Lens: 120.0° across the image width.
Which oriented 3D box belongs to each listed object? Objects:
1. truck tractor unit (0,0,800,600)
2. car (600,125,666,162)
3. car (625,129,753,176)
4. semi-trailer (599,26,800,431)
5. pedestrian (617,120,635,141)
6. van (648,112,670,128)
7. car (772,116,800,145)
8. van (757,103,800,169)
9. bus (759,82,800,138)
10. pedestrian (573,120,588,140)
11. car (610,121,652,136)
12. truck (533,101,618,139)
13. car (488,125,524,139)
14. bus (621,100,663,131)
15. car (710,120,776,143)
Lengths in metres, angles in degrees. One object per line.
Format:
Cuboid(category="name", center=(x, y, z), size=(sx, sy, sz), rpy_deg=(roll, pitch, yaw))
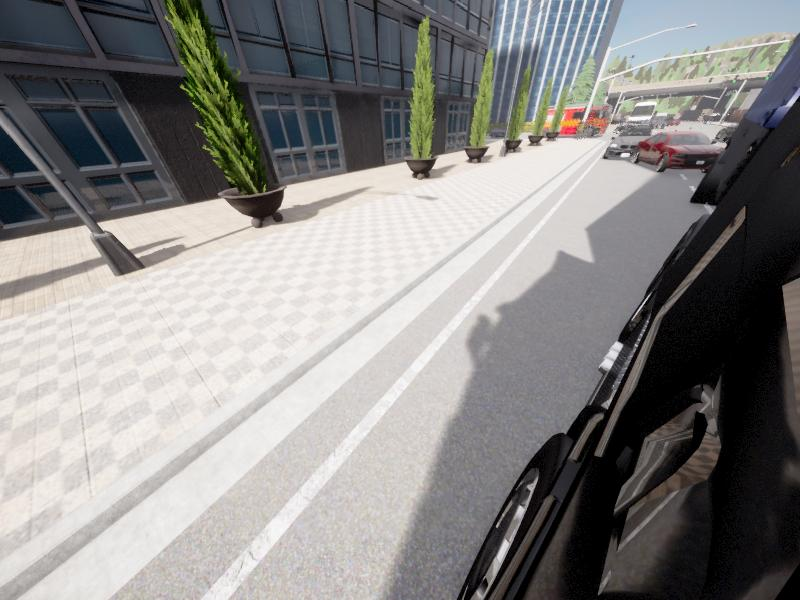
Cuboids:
Cuboid(category="truck tractor unit", center=(2.645, -0.295, 0.351), size=(6.516, 4.208, 3.053), rpy_deg=(-28, 44, -30))
Cuboid(category="car", center=(15.019, -10.231, 14.998), size=(2.242, 1.667, 4.611), rpy_deg=(25, 44, 32))
Cuboid(category="car", center=(13.618, -7.450, 11.463), size=(1.882, 1.535, 5.008), rpy_deg=(12, 39, 18))
Cuboid(category="semi-trailer", center=(8.616, -3.659, 4.308), size=(14.254, 4.402, 2.717), rpy_deg=(-29, 44, -31))
Cuboid(category="pedestrian", center=(25.335, -19.036, 25.913), size=(0.751, 1.860, 0.751), rpy_deg=(-31, 45, -32))
Cuboid(category="van", center=(55.764, -38.718, 49.808), size=(1.988, 2.561, 5.915), rpy_deg=(24, 44, 31))
Cuboid(category="car", center=(32.090, -13.105, 17.775), size=(2.242, 1.667, 4.611), rpy_deg=(24, 44, 31))
Cuboid(category="van", center=(20.623, -7.813, 10.779), size=(2.351, 2.431, 6.366), rpy_deg=(24, 44, 31))
Cuboid(category="bus", center=(42.405, -17.522, 20.898), size=(10.273, 4.253, 3.944), rpy_deg=(0, 36, 4))
Cuboid(category="pedestrian", center=(20.848, -19.649, 26.752), size=(0.751, 1.860, 0.751), rpy_deg=(15, 40, 22))
Cuboid(category="car", center=(33.383, -24.868, 33.506), size=(1.789, 1.549, 3.705), rpy_deg=(-13, 38, -15))
Cuboid(category="truck", center=(24.604, -25.471, 32.950), size=(8.468, 3.827, 2.891), rpy_deg=(28, 46, 34))
Cuboid(category="car", center=(17.591, -28.005, 38.604), size=(4.856, 1.649, 2.033), rpy_deg=(24, 44, 31))
Cuboid(category="bus", center=(47.633, -36.312, 45.662), size=(3.944, 4.253, 10.273), rpy_deg=(24, 44, 31))
Cuboid(category="car", center=(30.677, -15.297, 20.924), size=(2.128, 1.511, 4.902), rpy_deg=(24, 44, 31))
